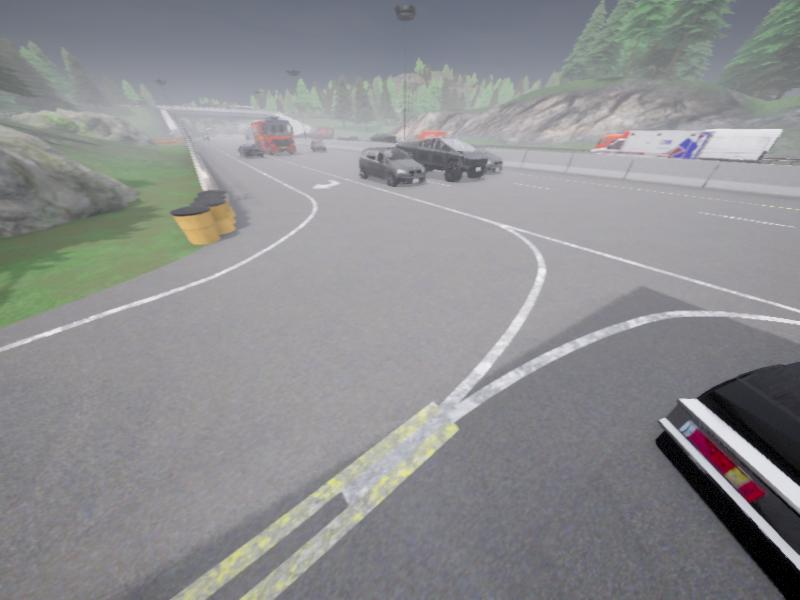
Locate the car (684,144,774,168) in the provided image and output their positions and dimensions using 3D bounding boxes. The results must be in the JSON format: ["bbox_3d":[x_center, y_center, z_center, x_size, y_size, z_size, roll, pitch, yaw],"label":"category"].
[{"bbox_3d":[28.290,-12.535,20.019,1.816,1.474,4.193,-24,43,-29],"label":"car"}]

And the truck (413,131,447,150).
[{"bbox_3d":[5.058,-27.673,39.913,2.627,2.467,5.204,-27,44,-31],"label":"truck"}]

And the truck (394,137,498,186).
[{"bbox_3d":[2.474,-8.954,14.555,2.390,2.098,6.274,-24,43,-29],"label":"truck"}]

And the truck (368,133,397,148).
[{"bbox_3d":[-3.442,-30.569,44.184,2.390,2.098,6.274,-24,42,-29],"label":"truck"}]

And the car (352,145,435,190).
[{"bbox_3d":[-0.525,-7.699,13.188,2.242,1.667,4.611,-24,43,-29],"label":"car"}]

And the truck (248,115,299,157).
[{"bbox_3d":[-16.010,-20.569,28.999,2.891,3.827,8.468,-24,42,-29],"label":"truck"}]

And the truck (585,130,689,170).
[{"bbox_3d":[19.669,-12.803,19.544,2.627,2.467,5.204,-24,43,-29],"label":"truck"}]

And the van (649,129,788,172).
[{"bbox_3d":[24.948,-12.152,18.590,1.988,2.561,5.915,-24,43,-29],"label":"van"}]

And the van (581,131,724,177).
[{"bbox_3d":[17.786,-10.846,16.885,2.351,2.431,6.366,-24,43,-29],"label":"van"}]

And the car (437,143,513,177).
[{"bbox_3d":[5.134,-10.127,16.529,2.242,1.667,4.611,-24,43,-29],"label":"car"}]
